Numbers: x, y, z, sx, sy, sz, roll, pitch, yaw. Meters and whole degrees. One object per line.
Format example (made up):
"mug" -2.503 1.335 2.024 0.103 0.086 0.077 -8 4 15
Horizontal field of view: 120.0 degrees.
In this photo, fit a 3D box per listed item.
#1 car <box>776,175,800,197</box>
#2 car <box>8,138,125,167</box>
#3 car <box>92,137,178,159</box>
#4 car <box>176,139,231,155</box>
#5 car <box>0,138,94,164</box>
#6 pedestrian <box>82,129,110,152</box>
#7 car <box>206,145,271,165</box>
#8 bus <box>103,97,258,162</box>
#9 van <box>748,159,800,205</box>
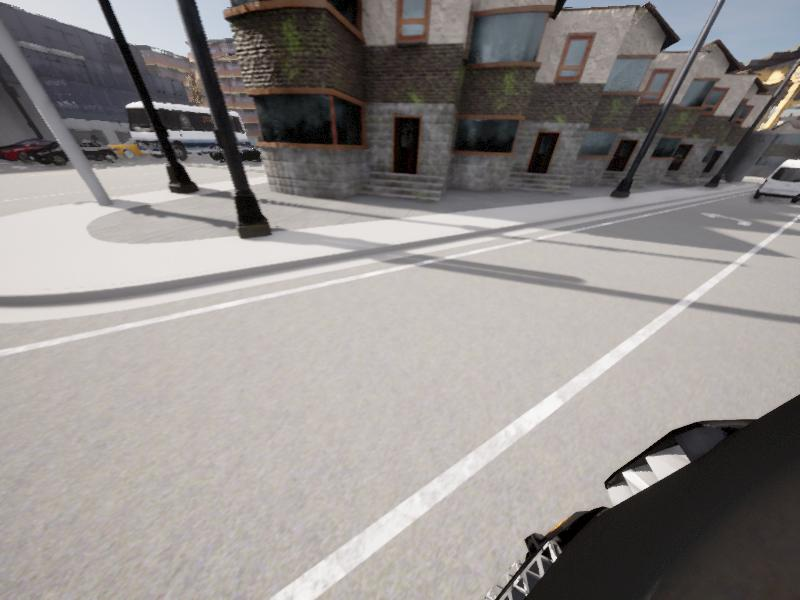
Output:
"car" 35.640 -9.929 20.178 3.633 1.501 1.845 -13 36 -22
"car" -23.274 -10.543 16.466 1.816 1.474 4.193 11 35 12
"car" -24.978 -14.600 22.149 1.882 1.535 5.008 11 36 12
"car" -23.194 -18.264 27.552 1.812 1.442 4.674 11 36 12
"car" -26.656 -11.080 17.129 1.994 1.385 4.181 11 35 13
"pedestrian" -31.147 -16.320 23.661 0.751 1.860 0.751 3 33 1
"car" -14.523 -13.327 21.148 1.895 1.301 4.718 11 36 12
"bus" -20.547 -16.914 23.336 3.944 4.253 10.273 10 36 11
"van" 29.095 -8.770 17.035 5.915 2.561 1.988 -15 37 -24
